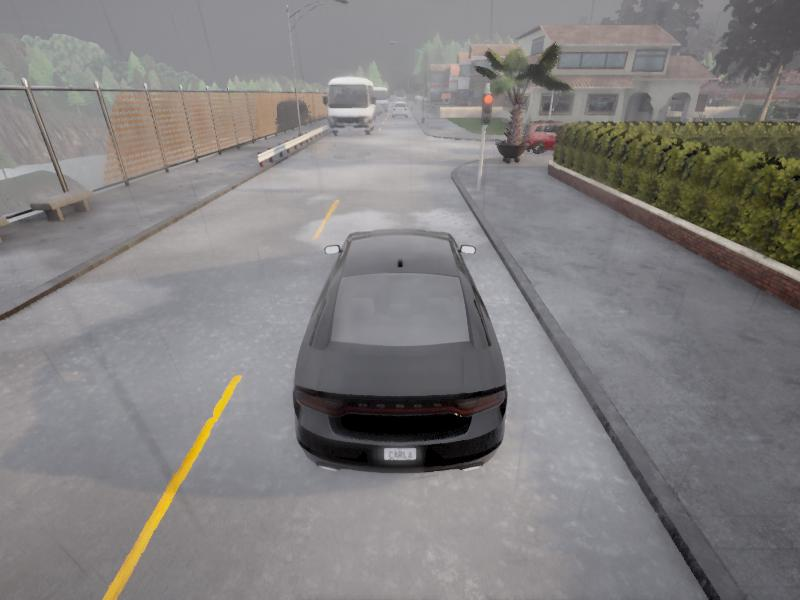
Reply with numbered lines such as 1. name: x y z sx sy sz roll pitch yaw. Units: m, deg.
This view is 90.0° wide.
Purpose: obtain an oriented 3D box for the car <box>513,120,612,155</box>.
1. car: 9.207 -9.396 23.063 4.611 1.667 2.242 0 27 0

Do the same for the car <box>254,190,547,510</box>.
1. car: 0.002 -0.110 5.141 1.882 1.535 5.008 0 27 0

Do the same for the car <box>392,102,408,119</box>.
1. car: 0.013 -27.115 57.127 2.150 2.045 5.566 0 27 0

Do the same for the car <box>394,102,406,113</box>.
1. car: 0.018 -37.239 77.380 2.242 1.667 4.611 0 27 0

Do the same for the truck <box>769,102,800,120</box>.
1. truck: 53.542 -25.246 53.424 2.390 2.098 6.274 0 27 0

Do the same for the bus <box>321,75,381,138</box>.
1. bus: -3.851 -16.825 34.693 3.944 4.253 10.273 -1 27 0

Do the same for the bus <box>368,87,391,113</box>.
1. bus: -3.860 -39.117 78.053 3.944 4.253 10.273 0 27 0

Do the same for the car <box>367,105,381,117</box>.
1. car: -3.985 -29.313 61.923 1.789 1.549 3.705 0 27 0

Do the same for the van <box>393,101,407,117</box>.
1. van: 0.015 -30.106 62.958 2.069 2.038 4.480 0 27 0

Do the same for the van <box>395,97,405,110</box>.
1. van: 0.023 -45.011 91.515 2.351 2.431 6.366 0 27 0
